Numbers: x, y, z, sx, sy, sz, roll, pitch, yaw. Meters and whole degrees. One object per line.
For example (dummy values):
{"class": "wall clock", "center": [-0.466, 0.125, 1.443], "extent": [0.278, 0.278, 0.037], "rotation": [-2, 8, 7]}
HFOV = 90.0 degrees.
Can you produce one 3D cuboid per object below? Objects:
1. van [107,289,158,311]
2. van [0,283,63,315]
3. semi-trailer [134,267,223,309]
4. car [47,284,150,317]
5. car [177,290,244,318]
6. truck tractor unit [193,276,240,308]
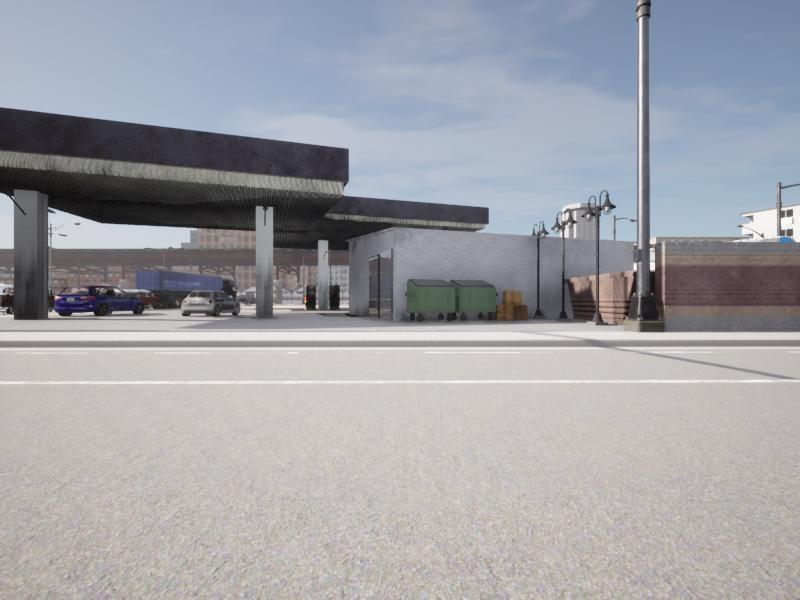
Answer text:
{"class": "van", "center": [-26.150, -0.021, 39.297], "extent": [2.069, 2.038, 4.480], "rotation": [0, 1, 0]}
{"class": "van", "center": [-26.179, -0.030, 27.611], "extent": [2.069, 2.038, 4.480], "rotation": [0, 0, 0]}
{"class": "semi-trailer", "center": [-26.049, -1.217, 48.539], "extent": [2.717, 4.402, 14.254], "rotation": [0, 0, 1]}
{"class": "car", "center": [-16.492, 0.038, 22.265], "extent": [2.242, 1.667, 4.611], "rotation": [0, 0, 1]}
{"class": "car", "center": [-10.744, 0.199, 23.004], "extent": [1.970, 1.475, 3.806], "rotation": [0, 0, 1]}
{"class": "truck tractor unit", "center": [-25.731, -1.121, 56.438], "extent": [3.053, 4.208, 6.516], "rotation": [0, 0, 6]}
